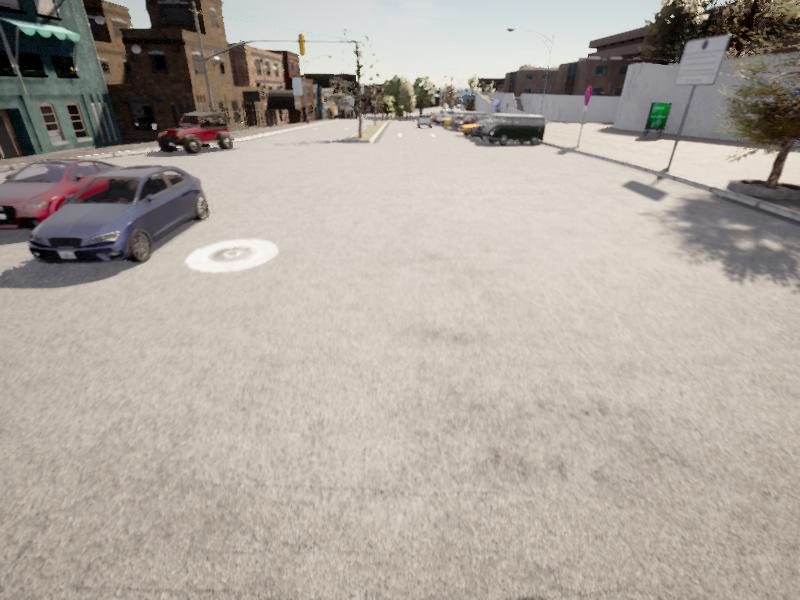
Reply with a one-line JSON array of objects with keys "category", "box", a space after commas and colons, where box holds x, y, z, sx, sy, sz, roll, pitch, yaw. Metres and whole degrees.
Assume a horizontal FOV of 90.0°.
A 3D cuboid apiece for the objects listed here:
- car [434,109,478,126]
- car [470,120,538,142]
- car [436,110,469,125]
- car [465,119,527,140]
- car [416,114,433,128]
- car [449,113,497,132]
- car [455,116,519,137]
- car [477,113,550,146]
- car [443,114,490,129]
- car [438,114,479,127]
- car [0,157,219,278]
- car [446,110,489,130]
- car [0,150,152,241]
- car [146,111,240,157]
[{"category": "car", "box": [8.095, -26.331, 57.845, 5.566, 2.045, 2.435, -7, 27, -19]}, {"category": "car", "box": [8.072, -13.142, 31.129, 4.674, 1.452, 2.002, -7, 27, -19]}, {"category": "car", "box": [7.960, -27.567, 60.493, 4.442, 1.987, 1.878, -7, 27, -19]}, {"category": "car", "box": [8.078, -14.433, 33.808, 4.674, 1.452, 2.002, -7, 28, -19]}, {"category": "car", "box": [2.999, -22.424, 50.090, 1.845, 1.501, 3.633, 1, 25, 0]}, {"category": "car", "box": [8.105, -19.759, 44.478, 4.553, 1.767, 2.185, -7, 28, -19]}, {"category": "car", "box": [7.902, -15.742, 36.412, 5.366, 1.575, 1.946, -7, 28, -19]}, {"category": "car", "box": [7.977, -12.071, 28.288, 4.442, 1.987, 1.878, -7, 28, -19]}, {"category": "car", "box": [8.240, -22.257, 49.953, 5.366, 1.575, 1.946, -7, 27, -19]}, {"category": "car", "box": [8.070, -24.811, 55.256, 5.008, 1.535, 2.097, -7, 27, -19]}, {"category": "car", "box": [-5.863, -2.027, 8.743, 1.816, 1.474, 4.193, 0, 28, 0]}, {"category": "car", "box": [7.969, -21.123, 47.068, 4.442, 1.987, 1.878, -7, 28, -19]}, {"category": "car", "box": [-8.866, -2.932, 10.535, 1.994, 1.385, 4.181, 0, 28, 0]}, {"category": "car", "box": [-10.634, -8.794, 20.969, 1.905, 1.878, 3.866, 11, 28, 17]}]
